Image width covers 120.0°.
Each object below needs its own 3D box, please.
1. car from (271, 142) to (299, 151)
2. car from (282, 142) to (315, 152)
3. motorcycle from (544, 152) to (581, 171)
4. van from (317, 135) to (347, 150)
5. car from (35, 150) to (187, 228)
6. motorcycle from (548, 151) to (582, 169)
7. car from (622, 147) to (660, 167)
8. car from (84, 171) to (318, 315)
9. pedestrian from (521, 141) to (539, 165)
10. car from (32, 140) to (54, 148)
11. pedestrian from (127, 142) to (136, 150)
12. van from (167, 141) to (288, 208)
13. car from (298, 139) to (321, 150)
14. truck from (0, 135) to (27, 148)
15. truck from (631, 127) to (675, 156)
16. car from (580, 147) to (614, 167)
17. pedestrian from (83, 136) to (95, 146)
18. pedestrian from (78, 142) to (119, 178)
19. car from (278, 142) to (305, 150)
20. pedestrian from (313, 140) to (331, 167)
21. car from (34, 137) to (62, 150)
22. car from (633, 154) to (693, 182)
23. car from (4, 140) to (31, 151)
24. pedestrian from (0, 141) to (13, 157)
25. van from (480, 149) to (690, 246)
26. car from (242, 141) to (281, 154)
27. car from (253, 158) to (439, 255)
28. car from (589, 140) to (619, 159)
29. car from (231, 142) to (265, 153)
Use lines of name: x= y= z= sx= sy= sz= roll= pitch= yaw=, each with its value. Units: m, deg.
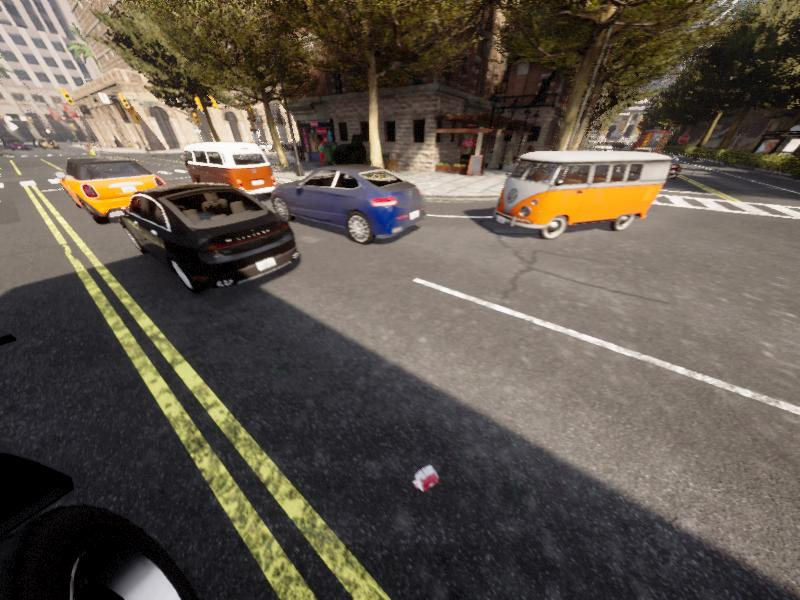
car: x=-22.093 y=-29.674 z=44.623 sx=1.994 sy=1.385 sz=4.181 roll=23 pitch=41 yaw=29
car: x=-18.887 y=-28.800 z=43.392 sx=2.033 sy=1.411 sz=5.357 roll=22 pitch=41 yaw=28
motorcycle: x=13.170 y=-11.302 z=18.815 sx=2.033 sy=1.145 sz=0.803 roll=3 pitch=45 yaw=4
van: x=-14.184 y=-33.096 z=48.543 sx=1.988 sy=2.561 sz=5.915 roll=22 pitch=41 yaw=28
car: x=-10.028 y=-4.083 z=8.051 sx=4.553 sy=1.767 sz=2.097 roll=22 pitch=41 yaw=28
motorcycle: x=13.848 y=-11.800 z=19.457 sx=1.805 sy=1.236 sz=0.856 roll=3 pitch=35 yaw=4
car: x=25.263 y=-15.144 z=24.379 sx=1.970 sy=1.475 sz=3.806 roll=22 pitch=41 yaw=28
car: x=-4.234 y=-1.615 z=4.866 sx=4.892 sy=1.490 sz=1.837 roll=22 pitch=41 yaw=28
pedestrian: x=12.199 y=-13.788 z=21.684 sx=0.751 sy=1.860 sz=0.751 roll=30 pitch=44 yaw=35
car: x=-74.765 y=-32.663 z=48.401 sx=4.718 sy=1.301 sz=1.895 roll=22 pitch=41 yaw=28
pedestrian: x=-47.197 y=-27.098 z=40.641 sx=0.500 sy=1.100 sz=0.500 roll=22 pitch=41 yaw=28
van: x=-7.371 y=-5.564 z=9.965 sx=4.480 sy=2.038 sz=2.069 roll=22 pitch=41 yaw=28
car: x=-18.798 y=-32.581 z=48.328 sx=1.905 sy=1.878 sz=3.866 roll=22 pitch=41 yaw=28
truck: x=-81.350 y=-33.222 z=48.432 sx=6.274 sy=2.098 sz=2.390 roll=23 pitch=41 yaw=28
truck: x=43.638 y=-27.597 z=40.202 sx=2.891 sy=3.827 sz=8.468 roll=22 pitch=41 yaw=28
car: x=21.165 y=-15.538 z=24.912 sx=2.231 sy=1.521 sz=4.892 roll=22 pitch=41 yaw=28
pedestrian: x=-71.962 y=-36.744 z=53.425 sx=0.751 sy=1.860 sz=0.751 roll=15 pitch=38 yaw=20
pedestrian: x=-18.880 y=-8.749 z=14.485 sx=0.751 sy=1.860 sz=0.751 roll=24 pitch=42 yaw=30
car: x=-22.664 y=-32.446 z=48.605 sx=1.895 sy=1.301 sz=4.718 roll=22 pitch=41 yaw=28
pedestrian: x=-6.406 y=-12.054 z=19.037 sx=0.751 sy=1.860 sz=0.751 roll=22 pitch=41 yaw=28
car: x=-65.000 y=-28.867 z=42.605 sx=4.605 sy=1.855 sz=1.932 roll=22 pitch=41 yaw=28
car: x=18.577 y=-9.609 z=16.613 sx=1.895 sy=1.301 sz=4.718 roll=22 pitch=41 yaw=28
car: x=-64.256 y=-25.926 z=38.789 sx=4.193 sy=1.474 sz=1.816 roll=22 pitch=41 yaw=28
pedestrian: x=-47.900 y=-18.247 z=27.676 sx=0.751 sy=1.860 sz=0.751 roll=23 pitch=41 yaw=29
van: x=4.928 y=-3.046 z=6.562 sx=4.442 sy=1.987 sz=1.775 roll=-10 pitch=36 yaw=-14
car: x=-22.996 y=-25.518 z=38.574 sx=2.038 sy=1.542 sz=4.974 roll=22 pitch=41 yaw=28
car: x=-1.668 y=-3.081 z=6.861 sx=5.027 sy=1.651 sz=2.152 roll=22 pitch=41 yaw=28
car: x=29.969 y=-22.284 z=34.073 sx=2.435 sy=2.045 sz=5.566 roll=22 pitch=41 yaw=28
car: x=-26.172 y=-26.360 z=39.878 sx=1.994 sy=1.385 sz=4.181 roll=22 pitch=41 yaw=28
